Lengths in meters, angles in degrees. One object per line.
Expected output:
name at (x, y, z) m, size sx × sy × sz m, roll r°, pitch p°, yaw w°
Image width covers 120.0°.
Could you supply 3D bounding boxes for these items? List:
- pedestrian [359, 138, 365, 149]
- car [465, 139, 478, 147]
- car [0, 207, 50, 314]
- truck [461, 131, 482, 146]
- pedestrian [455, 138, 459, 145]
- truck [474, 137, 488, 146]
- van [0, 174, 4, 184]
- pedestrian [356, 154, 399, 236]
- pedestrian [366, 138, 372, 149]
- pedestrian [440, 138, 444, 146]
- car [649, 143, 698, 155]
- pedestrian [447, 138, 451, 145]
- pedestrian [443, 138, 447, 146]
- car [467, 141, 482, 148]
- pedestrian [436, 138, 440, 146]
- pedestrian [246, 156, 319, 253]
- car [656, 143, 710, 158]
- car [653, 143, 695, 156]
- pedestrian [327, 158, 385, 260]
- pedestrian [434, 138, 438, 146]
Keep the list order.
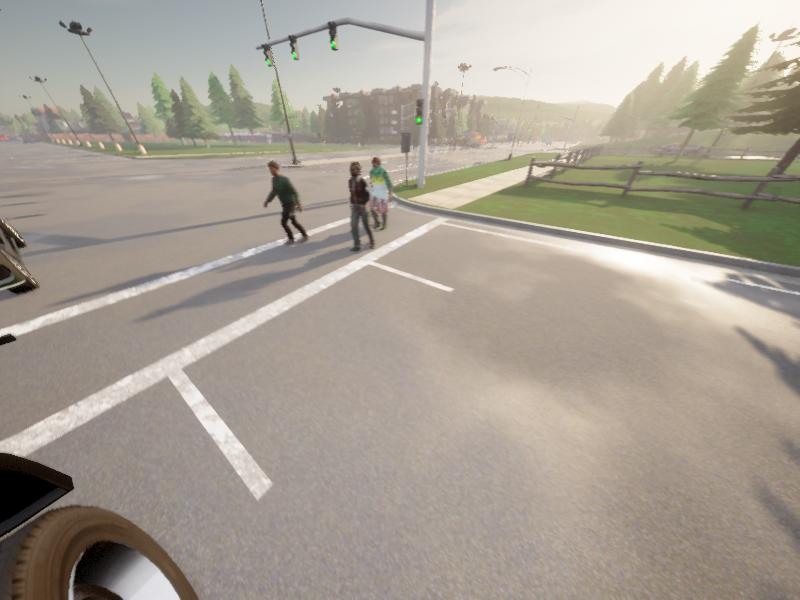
pedestrian at (-7.890, -32.813, 48.416) m, size 0.751 × 1.860 × 0.751 m, roll 25°, pitch 42°, yaw 31°
car at (20.346, -44.771, 65.908) m, size 1.905 × 1.878 × 3.866 m, roll 23°, pitch 41°, yaw 28°
car at (-8.579, -1.018, 3.864) m, size 5.027 × 1.651 × 2.152 m, roll 22°, pitch 41°, yaw 28°
truck at (22.574, -50.928, 72.950) m, size 2.891 × 3.827 × 8.468 m, roll 22°, pitch 41°, yaw 28°
pedestrian at (19.754, -54.885, 79.937) m, size 0.751 × 1.860 × 0.751 m, roll 19°, pitch 39°, yaw 25°
truck at (28.122, -54.971, 79.907) m, size 2.627 × 2.467 × 5.204 m, roll 22°, pitch 41°, yaw 28°
van at (-24.559, -7.677, 12.842) m, size 4.442 × 1.987 × 1.775 m, roll 22°, pitch 41°, yaw 28°
pedestrian at (-0.565, -2.835, 6.262) m, size 0.751 × 1.860 × 0.751 m, roll 23°, pitch 41°, yaw 29°
pedestrian at (-6.680, -33.733, 49.730) m, size 0.751 × 1.860 × 0.751 m, roll 25°, pitch 42°, yaw 31°
pedestrian at (12.779, -48.122, 70.292) m, size 0.751 × 1.860 × 0.751 m, roll 16°, pitch 38°, yaw 21°
car at (47.234, -26.278, 40.152) m, size 5.027 × 1.651 × 2.152 m, roll 22°, pitch 41°, yaw 28°
pedestrian at (15.709, -50.968, 74.351) m, size 0.751 × 1.860 × 0.751 m, roll 19°, pitch 39°, yaw 25°
pedestrian at (13.827, -48.389, 70.665) m, size 0.751 × 1.860 × 0.751 m, roll 26°, pitch 42°, yaw 31°
car at (19.188, -40.214, 59.758) m, size 1.837 × 1.490 × 4.892 m, roll 23°, pitch 41°, yaw 28°
pedestrian at (11.347, -47.167, 68.926) m, size 0.751 × 1.860 × 0.751 m, roll 28°, pitch 43°, yaw 33°
pedestrian at (-2.595, -2.149, 5.273) m, size 0.751 × 1.860 × 0.751 m, roll 22°, pitch 41°, yaw 28°
car at (43.190, -23.004, 35.474) m, size 4.856 × 1.649 × 2.033 m, roll 22°, pitch 41°, yaw 28°
car at (44.887, -24.770, 38.007) m, size 3.988 × 1.617 × 1.851 m, roll 22°, pitch 41°, yaw 28°
pedestrian at (-0.869, -1.937, 4.989) m, size 0.751 × 1.860 × 0.751 m, roll 17°, pitch 39°, yaw 22°
pedestrian at (10.787, -47.340, 69.166) m, size 0.751 × 1.860 × 0.751 m, roll 22°, pitch 41°, yaw 28°
